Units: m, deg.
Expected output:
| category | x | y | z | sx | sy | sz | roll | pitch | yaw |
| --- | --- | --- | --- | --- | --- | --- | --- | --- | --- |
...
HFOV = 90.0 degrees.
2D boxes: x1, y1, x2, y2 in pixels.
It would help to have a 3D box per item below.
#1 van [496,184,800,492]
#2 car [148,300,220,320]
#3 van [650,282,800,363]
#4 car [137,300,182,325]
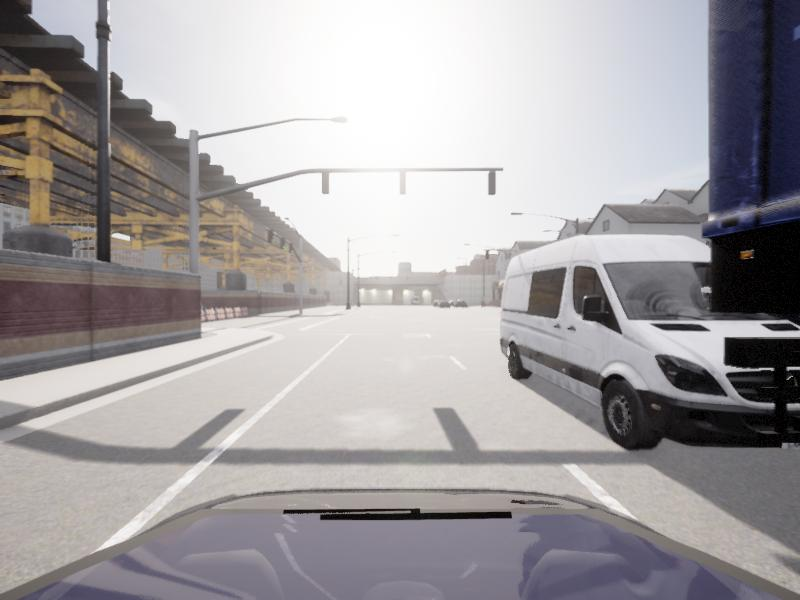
| category | x | y | z | sx | sy | sz | roll | pitch | yaw |
| --- | --- | --- | --- | --- | --- | --- | --- | --- | --- |
| van | 3.292 | 0.315 | 6.309 | 1.988 | 2.561 | 5.915 | 0 | 0 | -2 |
| car | -17.690 | 0.762 | 33.072 | 2.038 | 1.542 | 4.974 | 0 | 0 | 27 |
| van | 10.136 | 0.559 | 12.264 | 2.069 | 2.038 | 4.480 | 0 | 0 | -2 |
| car | -16.751 | 0.767 | 27.729 | 2.038 | 1.542 | 4.974 | 0 | 0 | -38 |
